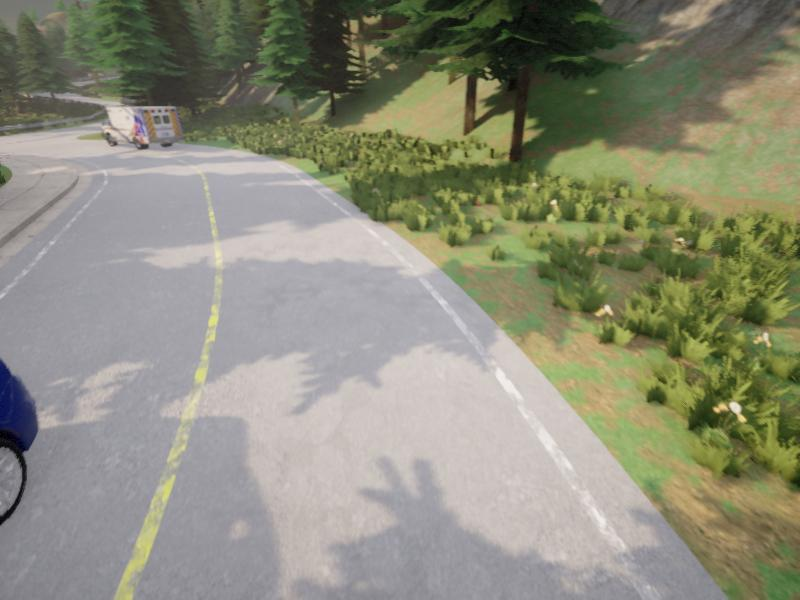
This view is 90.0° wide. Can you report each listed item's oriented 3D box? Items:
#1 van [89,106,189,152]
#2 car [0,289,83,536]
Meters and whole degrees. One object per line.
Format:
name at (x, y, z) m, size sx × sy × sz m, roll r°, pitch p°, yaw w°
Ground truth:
van at (-17.242, -11.414, 26.431) m, size 6.366 × 2.431 × 2.351 m, roll 15°, pitch 31°, yaw 28°
car at (-3.811, 1.802, 1.520) m, size 1.882 × 1.535 × 5.008 m, roll -5°, pitch 28°, yaw -9°
